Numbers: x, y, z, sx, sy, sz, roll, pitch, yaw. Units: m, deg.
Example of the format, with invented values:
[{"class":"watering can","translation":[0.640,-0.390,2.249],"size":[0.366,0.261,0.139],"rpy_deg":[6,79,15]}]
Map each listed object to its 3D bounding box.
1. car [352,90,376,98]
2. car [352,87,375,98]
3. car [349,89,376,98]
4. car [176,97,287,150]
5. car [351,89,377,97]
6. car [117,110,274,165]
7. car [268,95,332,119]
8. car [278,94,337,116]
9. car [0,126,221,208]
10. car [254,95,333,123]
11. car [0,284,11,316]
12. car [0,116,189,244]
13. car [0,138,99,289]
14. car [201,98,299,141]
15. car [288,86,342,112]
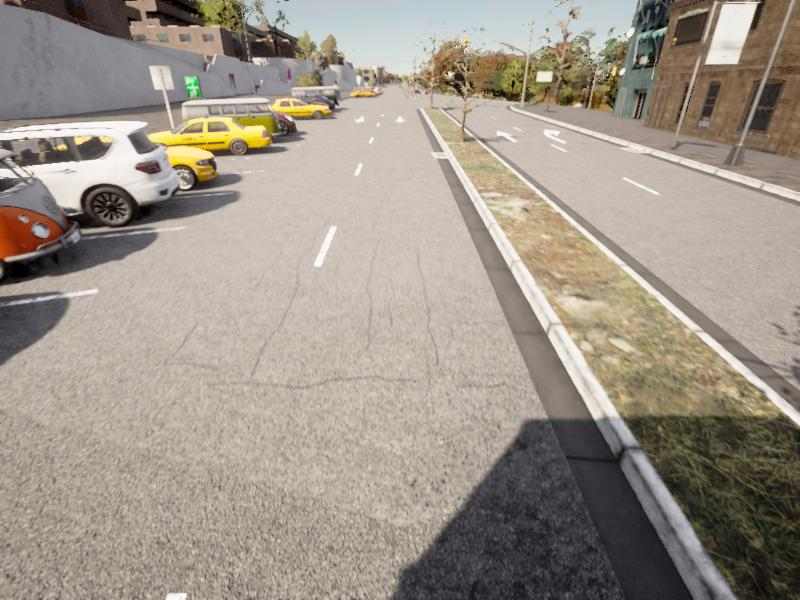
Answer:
[{"class":"car","translation":[-8.048,-45.900,88.933],"size":[4.792,1.488,2.163],"rpy_deg":[-10,30,-17]},{"class":"car","translation":[-7.918,-44.750,86.229],"size":[4.442,1.987,1.878],"rpy_deg":[-10,29,-17]},{"class":"car","translation":[-7.853,-43.163,83.723],"size":[5.366,1.575,1.946],"rpy_deg":[-10,29,-17]},{"class":"car","translation":[-7.951,-8.570,19.267],"size":[4.442,1.987,1.878],"rpy_deg":[-11,31,-17]},{"class":"car","translation":[-8.195,-47.305,91.504],"size":[5.366,1.575,1.946],"rpy_deg":[-10,30,-17]},{"class":"car","translation":[-8.230,-6.855,16.686],"size":[5.366,1.575,1.946],"rpy_deg":[-11,31,-17]},{"class":"car","translation":[-8.052,-15.628,32.335],"size":[4.674,1.452,2.002],"rpy_deg":[-11,31,-17]},{"class":"car","translation":[-8.044,-17.088,34.925],"size":[4.674,1.452,2.002],"rpy_deg":[-11,31,-17]},{"class":"car","translation":[-8.064,-3.961,11.560],"size":[5.008,1.535,2.097],"rpy_deg":[-11,31,-17]},{"class":"car","translation":[-7.878,-14.237,29.774],"size":[5.366,1.575,1.946],"rpy_deg":[-11,31,-17]},{"class":"car","translation":[-8.040,0.233,3.687],"size":[5.566,2.045,2.435],"rpy_deg":[-11,31,-17]},{"class":"car","translation":[-8.088,-2.705,8.833],"size":[5.566,2.045,2.435],"rpy_deg":[-11,31,-17]},{"class":"car","translation":[-7.956,-1.237,6.306],"size":[4.442,1.987,1.878],"rpy_deg":[-11,31,-17]},{"class":"car","translation":[-8.087,-9.917,21.866],"size":[4.553,1.767,2.185],"rpy_deg":[-11,31,-17]},{"class":"car","translation":[-7.941,-18.806,37.429],"size":[4.442,1.987,1.878],"rpy_deg":[-11,31,-17]}]
